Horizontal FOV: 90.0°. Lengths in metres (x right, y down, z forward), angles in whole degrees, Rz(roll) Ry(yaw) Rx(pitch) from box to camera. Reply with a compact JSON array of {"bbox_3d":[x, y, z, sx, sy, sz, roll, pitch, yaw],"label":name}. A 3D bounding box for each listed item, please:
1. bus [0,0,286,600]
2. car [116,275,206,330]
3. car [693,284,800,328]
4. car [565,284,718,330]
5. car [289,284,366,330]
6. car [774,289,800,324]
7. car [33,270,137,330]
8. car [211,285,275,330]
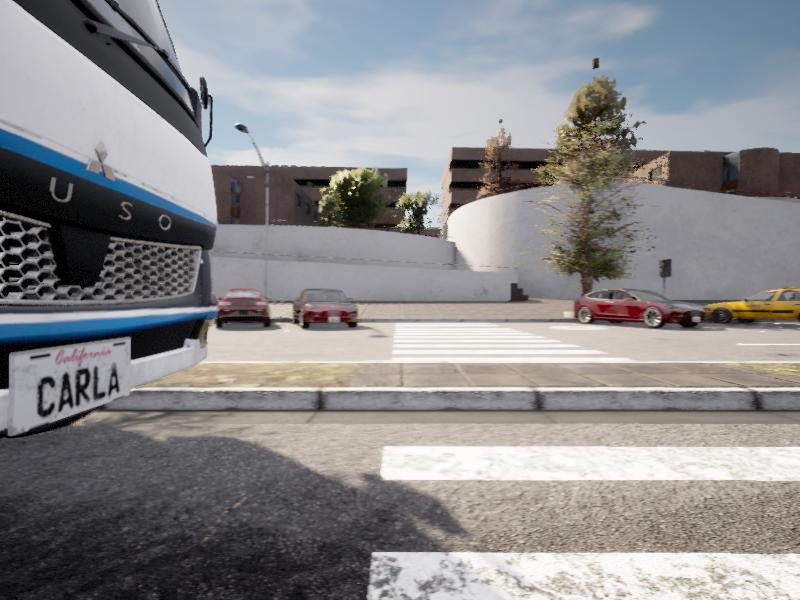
[{"bbox_3d":[-6.214,-1.134,1.821,10.273,4.253,3.944,0,0,0],"label":"bus"},{"bbox_3d":[-8.988,0.111,15.525,2.185,1.767,4.553,0,-1,-20],"label":"car"},{"bbox_3d":[14.933,0.233,15.711,1.946,1.575,5.366,0,-1,-20],"label":"car"},{"bbox_3d":[9.009,0.266,15.517,2.163,1.488,4.792,1,-1,-20],"label":"car"},{"bbox_3d":[-2.997,0.266,15.524,2.163,1.488,4.792,1,-1,-20],"label":"car"},{"bbox_3d":[18.006,0.267,15.542,2.002,1.452,4.674,0,-1,-20],"label":"car"},{"bbox_3d":[-12.023,0.012,15.667,1.878,1.987,4.442,0,-1,-20],"label":"car"},{"bbox_3d":[-6.016,0.277,15.547,2.002,1.452,4.674,0,-1,-20],"label":"car"}]
